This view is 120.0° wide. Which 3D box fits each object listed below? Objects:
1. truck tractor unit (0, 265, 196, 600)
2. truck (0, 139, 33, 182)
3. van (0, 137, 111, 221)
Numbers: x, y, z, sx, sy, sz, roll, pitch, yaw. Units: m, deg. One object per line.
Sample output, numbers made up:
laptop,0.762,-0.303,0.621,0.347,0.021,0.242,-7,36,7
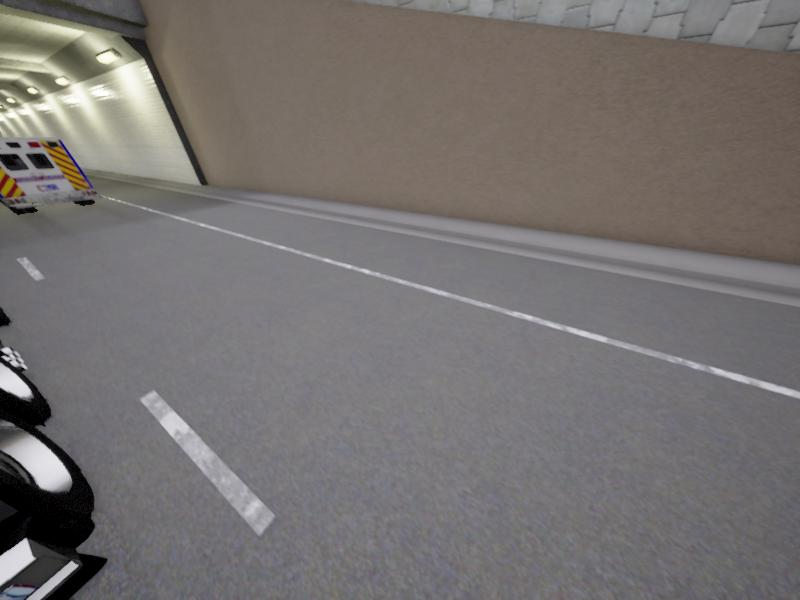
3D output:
truck tractor unit,-5.113,-0.296,0.792,6.516,4.208,3.053,18,38,24
truck,-32.009,-11.143,17.029,8.468,3.827,2.891,18,39,25
van,-15.676,-5.279,9.649,6.366,2.431,2.351,18,39,24
